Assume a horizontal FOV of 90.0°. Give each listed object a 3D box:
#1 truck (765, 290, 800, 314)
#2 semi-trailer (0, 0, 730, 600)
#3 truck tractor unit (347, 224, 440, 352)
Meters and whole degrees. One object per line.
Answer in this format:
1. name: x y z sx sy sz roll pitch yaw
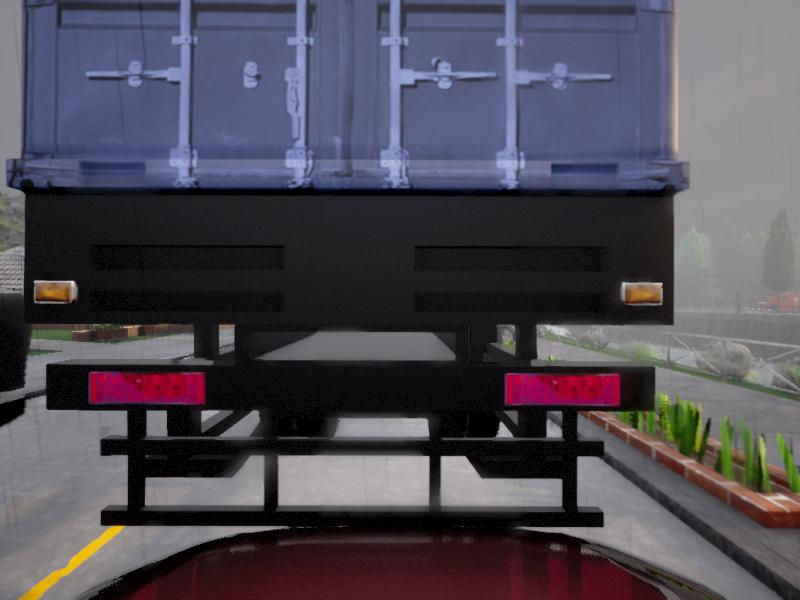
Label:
1. truck: 65.471 0.365 65.945 2.891 3.827 8.468 0 0 0
2. semi-trailer: -0.194 -0.564 8.548 2.717 4.402 14.254 0 -1 0
3. truck tractor unit: -0.174 -0.404 16.460 3.053 4.208 6.516 0 0 1
